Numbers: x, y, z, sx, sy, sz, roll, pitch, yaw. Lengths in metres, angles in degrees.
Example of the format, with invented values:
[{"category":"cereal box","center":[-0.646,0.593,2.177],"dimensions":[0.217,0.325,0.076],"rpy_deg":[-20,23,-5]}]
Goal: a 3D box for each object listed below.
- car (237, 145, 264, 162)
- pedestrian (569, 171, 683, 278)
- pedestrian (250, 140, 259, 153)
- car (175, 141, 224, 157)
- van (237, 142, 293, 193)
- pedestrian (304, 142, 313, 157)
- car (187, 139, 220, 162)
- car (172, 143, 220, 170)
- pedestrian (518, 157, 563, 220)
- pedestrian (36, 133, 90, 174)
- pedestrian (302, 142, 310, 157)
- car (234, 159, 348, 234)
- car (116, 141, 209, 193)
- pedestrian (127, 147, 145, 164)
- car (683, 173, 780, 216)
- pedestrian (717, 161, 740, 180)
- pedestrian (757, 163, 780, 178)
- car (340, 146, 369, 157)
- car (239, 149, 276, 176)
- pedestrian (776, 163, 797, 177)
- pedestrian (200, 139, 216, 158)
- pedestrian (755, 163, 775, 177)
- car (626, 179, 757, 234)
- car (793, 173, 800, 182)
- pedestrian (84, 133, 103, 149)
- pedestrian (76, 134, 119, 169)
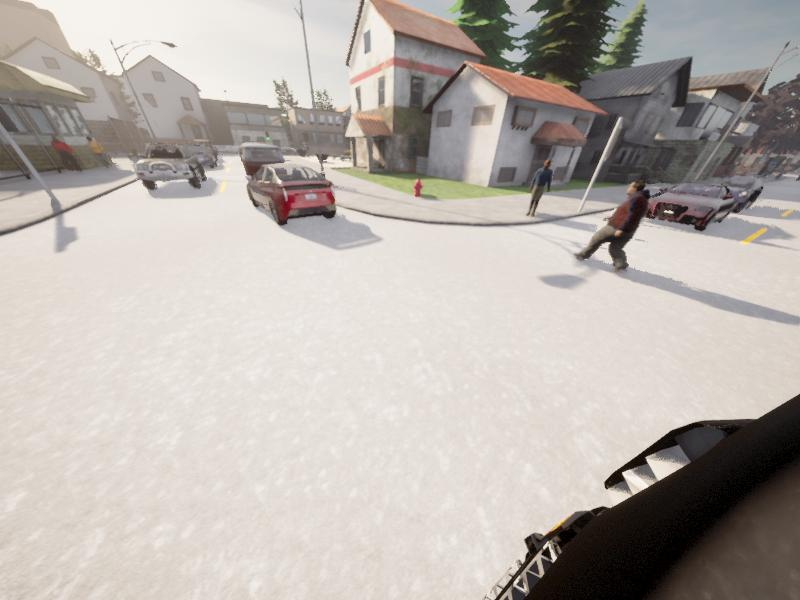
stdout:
[{"category":"car","center":[-17.456,-17.064,26.876],"dimensions":[2.163,1.488,4.792],"rpy_deg":[-16,38,-26]},{"category":"pedestrian","center":[4.450,-1.519,4.703],"dimensions":[0.751,1.860,0.751],"rpy_deg":[-16,38,-25]},{"category":"pedestrian","center":[-26.041,-27.476,41.295],"dimensions":[0.751,1.860,0.751],"rpy_deg":[-24,42,-34]},{"category":"car","center":[-26.839,-20.252,30.999],"dimensions":[4.902,1.511,2.128],"rpy_deg":[11,35,12]},{"category":"van","center":[-7.399,-7.326,12.533],"dimensions":[1.775,1.987,4.442],"rpy_deg":[-17,38,-26]},{"category":"pedestrian","center":[-14.623,-24.036,36.885],"dimensions":[0.751,1.860,0.751],"rpy_deg":[-27,43,-36]},{"category":"car","center":[-20.724,-15.876,24.520],"dimensions":[1.905,1.878,3.866],"rpy_deg":[-17,39,-27]},{"category":"car","center":[-16.729,-12.014,19.252],"dimensions":[2.033,1.649,4.856],"rpy_deg":[-16,37,-25]},{"category":"pedestrian","center":[4.928,-3.933,8.153],"dimensions":[0.751,1.860,0.751],"rpy_deg":[20,38,24]},{"category":"pedestrian","center":[-18.556,-8.072,12.803],"dimensions":[0.751,1.860,0.751],"rpy_deg":[-15,38,-24]},{"category":"pedestrian","center":[-14.783,-23.585,36.202],"dimensions":[0.751,1.860,0.751],"rpy_deg":[-4,34,-10]},{"category":"car","center":[-3.839,-3.785,7.890],"dimensions":[2.007,1.525,4.514],"rpy_deg":[-23,41,-33]},{"category":"car","center":[-11.345,-6.770,11.543],"dimensions":[1.932,1.855,4.605],"rpy_deg":[-16,38,-25]},{"category":"pedestrian","center":[-21.514,-11.786,18.842],"dimensions":[0.500,1.100,0.500],"rpy_deg":[-16,38,-26]},{"category":"car","center":[16.765,-5.462,11.730],"dimensions":[3.633,1.501,1.845],"rpy_deg":[-16,38,-26]},{"category":"pedestrian","center":[39.374,-15.506,27.680],"dimensions":[0.751,1.860,0.751],"rpy_deg":[-20,40,-30]},{"category":"pedestrian","center":[53.255,-18.718,33.380],"dimensions":[0.751,1.860,0.751],"rpy_deg":[-9,36,-17]},{"category":"car","center":[-9.043,-29.707,46.217],"dimensions":[5.366,1.575,1.801],"rpy_deg":[-17,38,-27]},{"category":"car","center":[-10.965,-10.617,17.676],"dimensions":[1.816,1.474,4.193],"rpy_deg":[-16,38,-26]},{"category":"pedestrian","center":[62.768,-21.060,37.484],"dimensions":[0.751,1.860,0.751],"rpy_deg":[-8,35,-15]},{"category":"pedestrian","center":[-23.414,-18.477,28.213],"dimensions":[0.751,1.860,0.751],"rpy_deg":[-7,35,-14]},{"category":"pedestrian","center":[54.888,-19.554,34.736],"dimensions":[0.751,1.860,0.751],"rpy_deg":[-19,39,-28]},{"category":"car","center":[11.444,-3.839,9.109],"dimensions":[4.181,1.385,1.994],"rpy_deg":[-16,38,-26]},{"category":"car","center":[55.643,-16.829,31.175],"dimensions":[3.988,1.617,1.851],"rpy_deg":[-16,38,-26]},{"category":"pedestrian","center":[-44.819,-23.277,33.799],"dimensions":[0.751,1.860,0.751],"rpy_deg":[-15,38,-25]},{"category":"pedestrian","center":[-19.502,-9.564,14.969],"dimensions":[0.751,1.860,0.751],"rpy_deg":[-9,35,-16]}]
